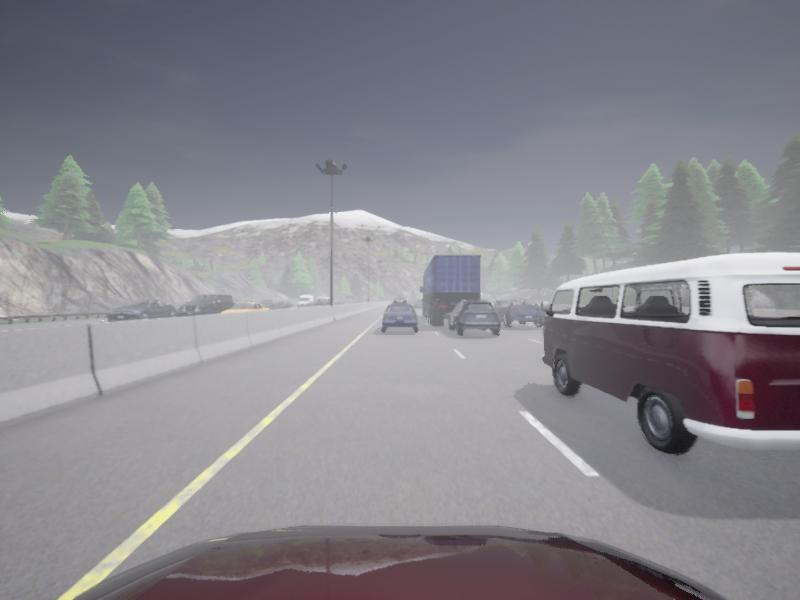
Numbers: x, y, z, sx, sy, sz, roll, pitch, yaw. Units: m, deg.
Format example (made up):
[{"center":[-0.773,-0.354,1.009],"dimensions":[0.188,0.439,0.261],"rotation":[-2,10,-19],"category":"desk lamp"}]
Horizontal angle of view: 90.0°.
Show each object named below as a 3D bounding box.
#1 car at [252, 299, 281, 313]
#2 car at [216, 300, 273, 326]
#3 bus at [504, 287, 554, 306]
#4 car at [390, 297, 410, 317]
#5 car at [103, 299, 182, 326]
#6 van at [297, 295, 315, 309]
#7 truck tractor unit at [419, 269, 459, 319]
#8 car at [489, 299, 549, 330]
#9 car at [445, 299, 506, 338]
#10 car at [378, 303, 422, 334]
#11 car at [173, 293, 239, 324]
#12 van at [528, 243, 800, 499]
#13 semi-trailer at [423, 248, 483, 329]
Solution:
[{"center":[-17.512,0.763,52.644],"dimensions":[2.242,1.667,4.611],"rotation":[0,0,0],"category":"car"},{"center":[-10.505,0.805,27.461],"dimensions":[1.801,1.575,5.366],"rotation":[0,0,0],"category":"car"},{"center":[29.669,-0.718,92.359],"dimensions":[10.273,4.253,3.944],"rotation":[0,0,1],"category":"bus"},{"center":[-0.003,0.658,40.055],"dimensions":[1.932,1.855,4.605],"rotation":[0,0,0],"category":"car"},{"center":[-17.505,0.784,27.572],"dimensions":[2.152,1.651,5.027],"rotation":[0,0,0],"category":"car"},{"center":[-17.517,0.332,74.554],"dimensions":[1.988,2.561,5.915],"rotation":[0,0,0],"category":"van"},{"center":[3.443,-0.520,36.934],"dimensions":[3.053,4.208,6.516],"rotation":[0,0,1],"category":"truck tractor unit"},{"center":[6.994,0.784,24.184],"dimensions":[2.152,1.651,5.027],"rotation":[0,0,0],"category":"car"},{"center":[3.487,0.780,19.403],"dimensions":[2.033,1.649,4.856],"rotation":[0,0,0],"category":"car"},{"center":[-0.003,0.897,21.354],"dimensions":[2.033,1.411,5.357],"rotation":[0,0,0],"category":"car"},{"center":[-14.007,0.572,29.393],"dimensions":[2.150,2.045,5.566],"rotation":[0,0,0],"category":"car"},{"center":[3.499,0.571,5.431],"dimensions":[2.069,2.038,4.480],"rotation":[0,0,0],"category":"van"},{"center":[3.306,-0.615,29.022],"dimensions":[2.717,4.402,14.254],"rotation":[0,0,1],"category":"semi-trailer"}]
